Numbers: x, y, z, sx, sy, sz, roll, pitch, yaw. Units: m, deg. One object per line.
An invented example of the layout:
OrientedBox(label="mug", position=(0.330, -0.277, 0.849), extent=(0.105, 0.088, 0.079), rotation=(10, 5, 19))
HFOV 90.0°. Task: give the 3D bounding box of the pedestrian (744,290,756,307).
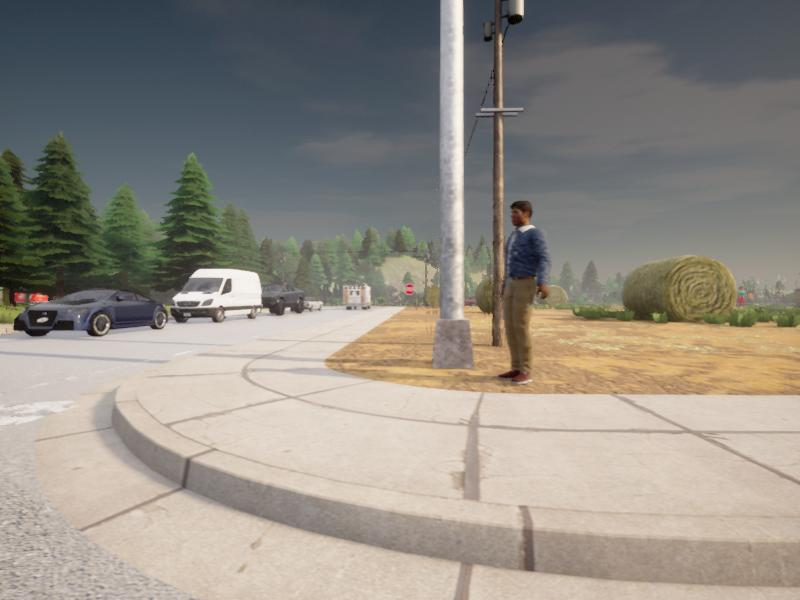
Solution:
OrientedBox(label="pedestrian", position=(37.769, -0.136, 43.217), extent=(0.751, 1.860, 0.751), rotation=(0, 0, -29))

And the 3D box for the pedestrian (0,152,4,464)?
OrientedBox(label="pedestrian", position=(-2.583, 0.048, 1.934), extent=(0.751, 1.860, 0.751), rotation=(0, 0, -26))

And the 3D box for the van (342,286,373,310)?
OrientedBox(label="van", position=(-4.414, -0.192, 42.818), extent=(2.351, 2.431, 6.366), rotation=(0, 0, 2))

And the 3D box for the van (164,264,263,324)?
OrientedBox(label="van", position=(-8.904, -0.246, 19.879), extent=(1.988, 2.561, 5.915), rotation=(0, 0, 2))

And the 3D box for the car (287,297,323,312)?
OrientedBox(label="car", position=(-8.257, 0.375, 35.348), extent=(1.895, 1.301, 4.718), rotation=(0, 0, 2))

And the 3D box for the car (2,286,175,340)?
OrientedBox(label="car", position=(-9.221, 0.338, 12.401), extent=(1.994, 1.385, 4.181), rotation=(0, 0, 2))

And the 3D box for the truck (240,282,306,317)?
OrientedBox(label="truck", position=(-8.547, -0.027, 27.749), extent=(2.390, 2.098, 6.274), rotation=(0, 0, 3))

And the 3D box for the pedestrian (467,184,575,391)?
OrientedBox(label="pedestrian", position=(1.193, -0.111, 4.058), extent=(0.751, 1.860, 0.751), rotation=(0, 0, -18))
